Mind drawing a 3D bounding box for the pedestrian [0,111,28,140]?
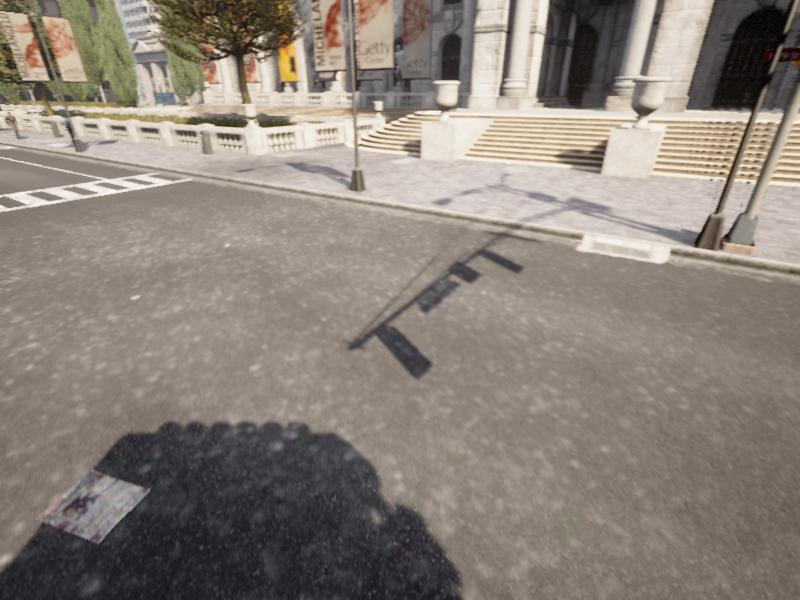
[{"bbox_3d":[-27.770,-12.544,28.778,0.751,1.860,0.751,16,31,29],"label":"pedestrian"}]

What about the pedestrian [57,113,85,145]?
[{"bbox_3d":[-21.382,-11.133,26.013,0.751,1.860,0.751,19,33,33],"label":"pedestrian"}]
